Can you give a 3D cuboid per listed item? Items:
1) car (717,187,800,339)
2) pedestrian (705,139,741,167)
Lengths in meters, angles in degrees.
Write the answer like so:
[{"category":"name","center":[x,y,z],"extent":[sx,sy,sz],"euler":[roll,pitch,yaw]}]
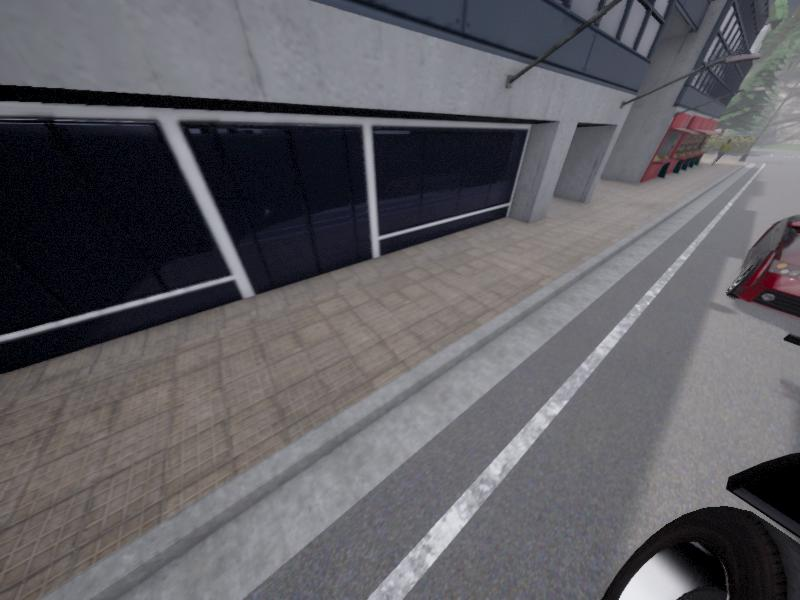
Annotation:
[{"category":"car","center":[7.256,-0.636,3.562],"extent":[4.181,1.385,1.994],"euler":[-23,41,-28]},{"category":"pedestrian","center":[25.982,-11.906,18.656],"extent":[0.751,1.860,0.751],"euler":[20,40,26]}]
